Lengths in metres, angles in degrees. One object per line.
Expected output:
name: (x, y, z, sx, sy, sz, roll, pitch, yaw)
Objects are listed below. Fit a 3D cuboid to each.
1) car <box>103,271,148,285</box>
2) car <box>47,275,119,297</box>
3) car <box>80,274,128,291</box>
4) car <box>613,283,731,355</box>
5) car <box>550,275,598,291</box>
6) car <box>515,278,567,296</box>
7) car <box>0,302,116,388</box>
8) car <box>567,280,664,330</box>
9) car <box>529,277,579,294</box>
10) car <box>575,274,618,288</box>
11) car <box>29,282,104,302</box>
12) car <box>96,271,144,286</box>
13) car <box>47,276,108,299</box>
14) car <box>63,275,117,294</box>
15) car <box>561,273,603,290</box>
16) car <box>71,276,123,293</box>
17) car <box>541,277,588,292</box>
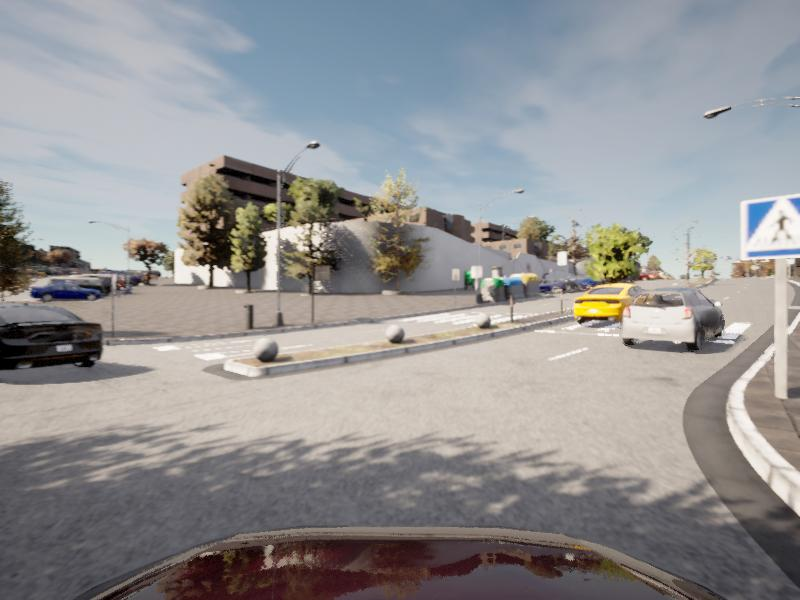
car: (-45.018, -3.671, 65.686, 2.435, 2.045, 5.566, 6, 5, 42)
car: (-32.832, -1.465, 41.600, 2.435, 2.045, 5.566, 7, 5, 43)
car: (-36.750, -2.176, 49.743, 1.878, 1.987, 4.442, 6, 5, 43)
car: (7.563, 0.393, 11.002, 3.633, 1.501, 1.845, -5, 3, -42)
car: (20.507, -1.976, 47.264, 5.008, 1.535, 2.097, -2, 3, 23)
car: (14.437, -1.342, 40.821, 4.792, 1.488, 2.163, -2, 3, 24)
car: (-8.995, 0.822, 9.203, 5.008, 1.535, 1.882, 0, 0, 27)
car: (8.835, 0.090, 16.184, 5.008, 1.535, 1.882, -5, 3, -42)
car: (16.503, -1.575, 42.937, 4.892, 1.521, 2.231, -2, 3, 24)
car: (26.359, -2.565, 53.886, 4.892, 1.521, 2.231, -2, 3, 21)
car: (-30.165, -0.728, 36.290, 2.097, 1.535, 5.008, 6, 5, 43)
car: (-42.241, -3.180, 60.369, 2.435, 2.045, 5.566, 6, 5, 42)
car: (-31.404, -1.198, 39.038, 1.878, 1.987, 4.442, 6, 5, 43)
car: (-34.228, -1.683, 44.213, 1.878, 1.987, 4.442, 7, 5, 43)
car: (22.439, -2.298, 49.466, 4.553, 1.767, 2.185, -2, 2, 22)
car: (-35.516, -1.829, 46.963, 2.185, 1.767, 4.553, 6, 5, 43)
car: (18.513, -1.736, 45.102, 4.674, 1.452, 2.002, -2, 2, 23)
